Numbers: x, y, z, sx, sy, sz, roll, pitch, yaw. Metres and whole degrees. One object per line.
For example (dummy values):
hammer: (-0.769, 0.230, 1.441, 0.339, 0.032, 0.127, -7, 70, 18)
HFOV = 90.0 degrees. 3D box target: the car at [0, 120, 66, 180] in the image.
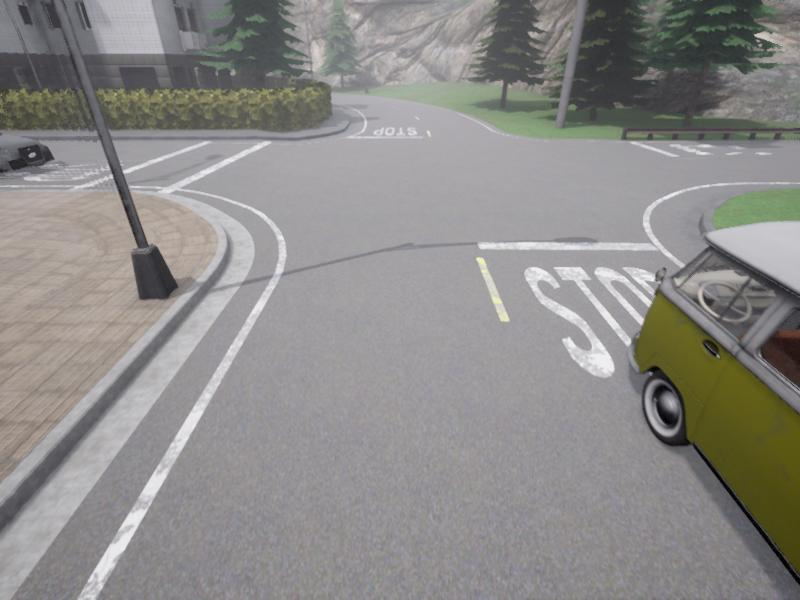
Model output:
car: (-13.244, -4.577, 12.130, 4.181, 1.385, 1.994, 0, 30, -1)

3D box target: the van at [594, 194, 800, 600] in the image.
van: (3.189, 0.987, 2.342, 1.775, 1.987, 4.442, 0, 30, 0)
